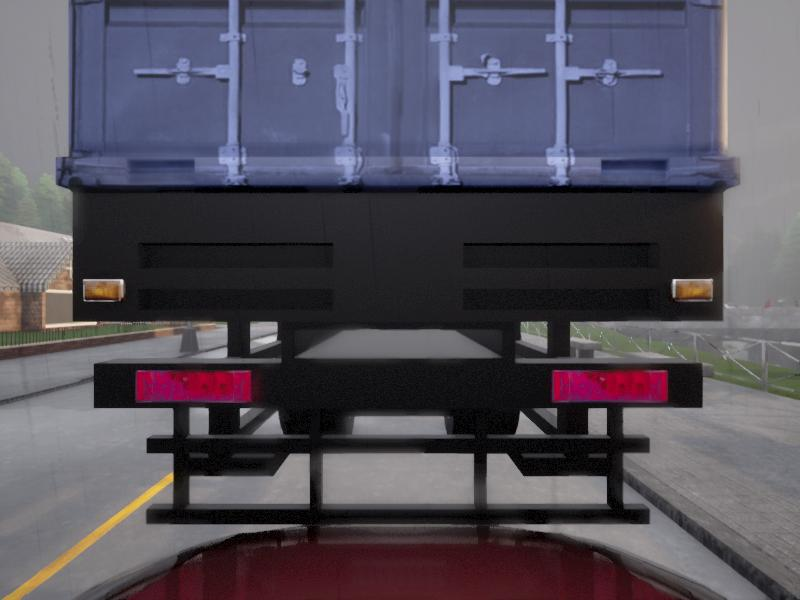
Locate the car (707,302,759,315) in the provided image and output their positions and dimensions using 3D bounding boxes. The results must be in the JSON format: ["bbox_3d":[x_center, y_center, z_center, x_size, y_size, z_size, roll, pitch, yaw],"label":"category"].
[{"bbox_3d":[42.278,1.080,50.900,4.974,1.542,2.038,0,0,0],"label":"car"}]

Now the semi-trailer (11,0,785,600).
[{"bbox_3d":[-0.008,-0.584,8.544,2.717,4.402,14.254,0,0,0],"label":"semi-trailer"}]

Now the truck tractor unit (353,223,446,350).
[{"bbox_3d":[-0.013,-0.437,16.456,3.053,4.208,6.516,0,0,0],"label":"truck tractor unit"}]
